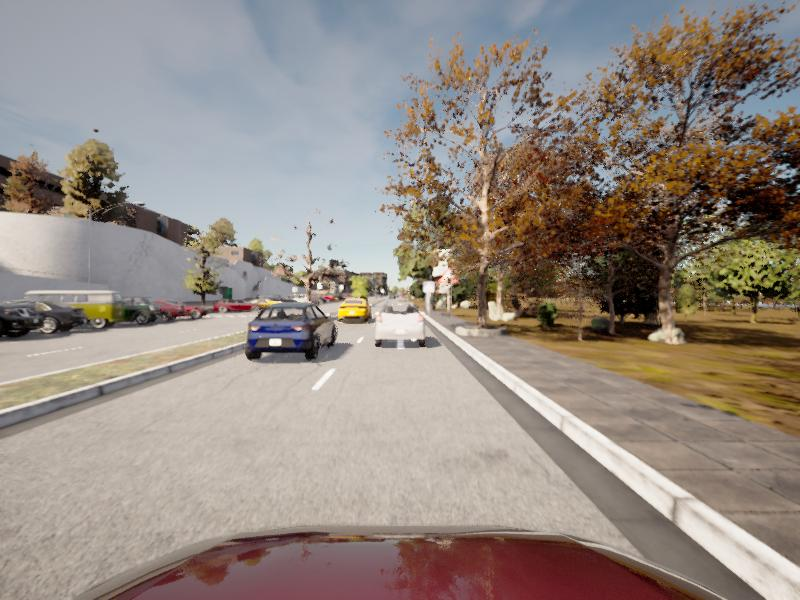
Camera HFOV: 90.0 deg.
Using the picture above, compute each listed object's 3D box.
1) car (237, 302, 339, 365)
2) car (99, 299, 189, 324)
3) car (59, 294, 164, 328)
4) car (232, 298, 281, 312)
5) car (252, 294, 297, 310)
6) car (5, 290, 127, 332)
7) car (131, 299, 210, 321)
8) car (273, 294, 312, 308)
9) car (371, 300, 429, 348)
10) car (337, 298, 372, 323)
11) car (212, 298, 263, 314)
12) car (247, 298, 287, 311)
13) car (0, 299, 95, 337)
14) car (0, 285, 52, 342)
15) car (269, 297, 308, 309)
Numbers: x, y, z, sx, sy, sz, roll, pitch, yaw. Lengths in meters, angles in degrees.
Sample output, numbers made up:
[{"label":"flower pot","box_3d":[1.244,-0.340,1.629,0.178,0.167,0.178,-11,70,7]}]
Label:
[{"label":"car","box_3d":[-3.001,0.803,11.695,1.816,1.474,4.193,0,0,0]},{"label":"car","box_3d":[-16.849,0.730,26.628,4.674,1.452,2.002,-1,1,-20]},{"label":"car","box_3d":[-16.827,0.583,23.654,4.553,1.767,2.185,-1,1,-20]},{"label":"car","box_3d":[-17.013,0.550,47.575,5.366,1.575,1.946,-1,1,-20]},{"label":"car","box_3d":[-16.815,0.247,53.665,5.566,2.045,2.435,-1,0,-20]},{"label":"car","box_3d":[-16.968,0.505,20.619,4.442,1.987,1.878,-1,1,-20]},{"label":"car","box_3d":[-16.826,0.699,29.646,4.792,1.488,2.163,-1,0,-20]},{"label":"car","box_3d":[-16.861,0.128,62.645,5.566,2.045,2.435,-1,1,-20]},{"label":"car","box_3d":[0.000,0.758,14.442,1.845,1.501,3.633,0,0,0]},{"label":"car","box_3d":[-3.000,0.657,27.419,1.882,1.535,5.008,0,0,0]},{"label":"car","box_3d":[-16.819,0.621,41.652,4.792,1.488,2.163,-1,0,-20]},{"label":"car","box_3d":[-16.844,0.564,50.648,4.674,1.452,2.002,-1,0,-20]},{"label":"car","box_3d":[-16.852,0.749,17.681,4.892,1.521,2.231,-1,1,-20]},{"label":"car","box_3d":[-16.839,0.516,14.710,5.566,2.045,2.435,-1,0,-20]},{"label":"car","box_3d":[-16.662,0.417,59.721,5.366,1.575,1.946,-1,0,-20]}]
